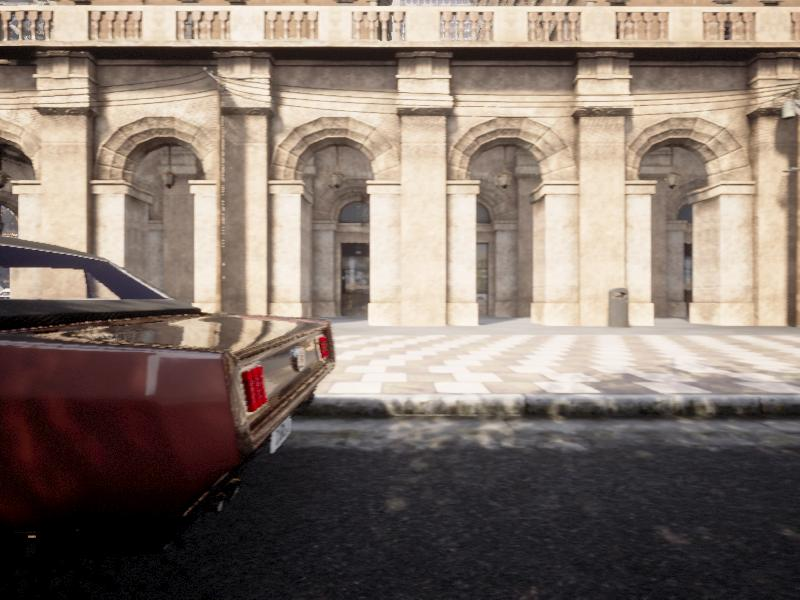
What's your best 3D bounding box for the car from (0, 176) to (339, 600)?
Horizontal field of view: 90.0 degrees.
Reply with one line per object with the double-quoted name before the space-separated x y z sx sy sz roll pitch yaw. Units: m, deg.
"car" -2.801 0.339 1.951 4.718 1.301 1.895 0 0 0
